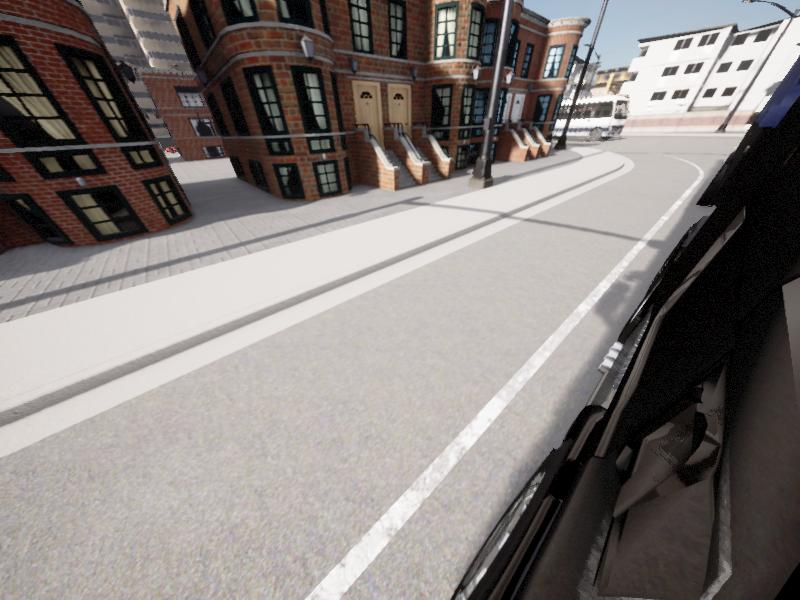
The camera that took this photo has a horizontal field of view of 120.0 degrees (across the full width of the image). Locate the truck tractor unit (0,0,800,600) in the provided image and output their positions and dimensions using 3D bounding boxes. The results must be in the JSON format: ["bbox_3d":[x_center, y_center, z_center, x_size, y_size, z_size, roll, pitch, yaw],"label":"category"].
[{"bbox_3d":[2.645,-0.295,0.351,6.516,4.208,3.053,-28,44,-30],"label":"truck tractor unit"}]

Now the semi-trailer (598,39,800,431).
[{"bbox_3d":[8.712,-3.579,4.239,14.254,4.402,2.717,-28,44,-30],"label":"semi-trailer"}]

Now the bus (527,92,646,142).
[{"bbox_3d":[22.593,-22.765,29.300,3.944,4.253,10.273,-19,40,-23],"label":"bus"}]
